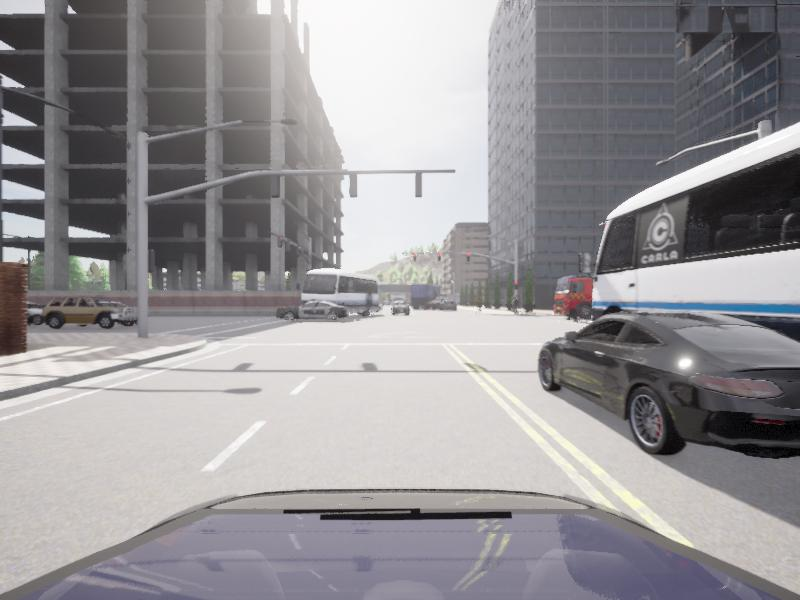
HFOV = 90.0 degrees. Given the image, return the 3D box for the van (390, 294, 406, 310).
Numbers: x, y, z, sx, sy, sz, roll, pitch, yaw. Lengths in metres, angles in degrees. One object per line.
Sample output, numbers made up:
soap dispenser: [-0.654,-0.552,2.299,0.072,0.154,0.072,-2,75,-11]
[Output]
van: [-0.329,0.356,64.015,2.351,2.431,6.366,0,0,0]

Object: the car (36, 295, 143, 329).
car: [-17.358,0.643,22.521,4.605,1.855,1.932,0,0,2]

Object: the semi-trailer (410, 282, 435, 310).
semi-trailer: [4.225,-0.642,71.977,2.717,4.402,14.254,0,0,10]

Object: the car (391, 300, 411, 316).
car: [0.039,0.802,41.003,1.789,1.549,3.705,0,0,-5]

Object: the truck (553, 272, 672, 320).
truck: [17.657,-0.330,33.661,8.468,3.827,2.891,0,0,1]

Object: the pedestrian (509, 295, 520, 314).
pedestrian: [11.497,0.472,40.070,0.751,1.860,0.751,0,0,-45]

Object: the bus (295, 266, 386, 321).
bus: [-5.026,-0.541,36.926,3.944,4.253,10.273,3,1,18]

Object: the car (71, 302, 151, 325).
car: [-18.689,0.843,25.999,3.806,1.475,1.970,0,0,0]

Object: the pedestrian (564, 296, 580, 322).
pedestrian: [12.273,0.628,28.525,0.751,1.860,0.751,0,0,-34]

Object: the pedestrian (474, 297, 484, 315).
pedestrian: [8.197,0.623,41.498,0.751,1.860,0.751,0,0,-20]

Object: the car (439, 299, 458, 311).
car: [7.002,0.744,58.200,2.242,1.667,4.611,0,0,0]

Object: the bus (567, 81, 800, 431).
bus: [6.825,-0.536,6.465,3.944,4.253,10.273,0,0,0]

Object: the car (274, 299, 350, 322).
car: [-6.422,0.760,29.592,5.238,1.638,1.930,0,0,-1]

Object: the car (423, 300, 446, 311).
car: [5.318,0.799,62.607,1.882,1.535,5.008,0,0,-16]

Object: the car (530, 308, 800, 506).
car: [3.446,0.868,5.431,1.812,1.442,4.674,0,0,0]
